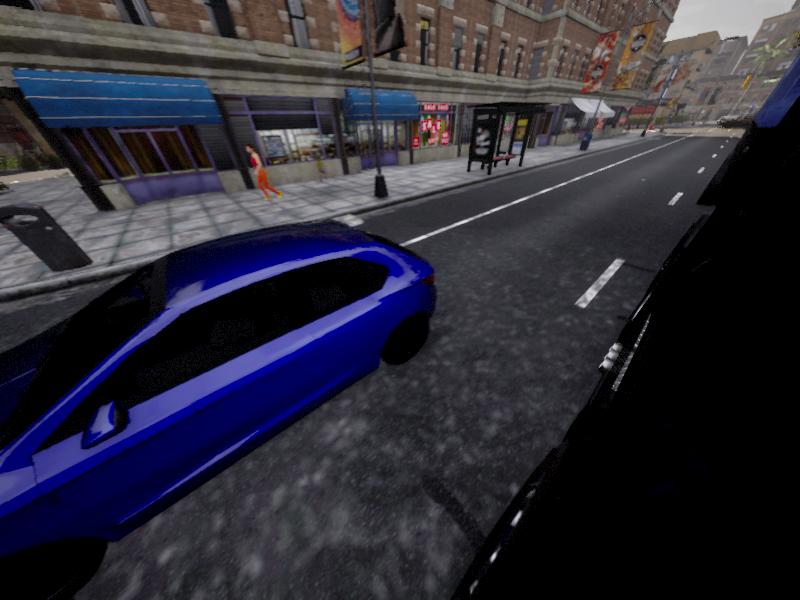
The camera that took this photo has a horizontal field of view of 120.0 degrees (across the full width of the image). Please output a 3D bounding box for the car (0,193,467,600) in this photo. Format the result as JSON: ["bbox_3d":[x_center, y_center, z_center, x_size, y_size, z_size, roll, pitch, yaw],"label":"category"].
[{"bbox_3d":[-1.552,0.317,2.098,4.193,1.474,1.816,-28,43,-30],"label":"car"}]

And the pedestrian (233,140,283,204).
[{"bbox_3d":[-4.938,-4.490,8.144,0.751,1.860,0.751,-30,44,-31],"label":"pedestrian"}]

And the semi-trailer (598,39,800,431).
[{"bbox_3d":[8.699,-3.593,4.245,14.254,4.402,2.717,-28,44,-30],"label":"semi-trailer"}]

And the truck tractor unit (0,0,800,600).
[{"bbox_3d":[2.645,-0.295,0.351,6.516,4.208,3.053,-28,44,-30],"label":"truck tractor unit"}]

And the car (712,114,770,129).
[{"bbox_3d":[54.906,-28.800,37.363,1.932,1.855,4.605,-11,38,-11],"label":"car"}]

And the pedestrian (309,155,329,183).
[{"bbox_3d":[-3.934,-6.367,11.239,0.500,1.100,0.500,-27,43,-29],"label":"pedestrian"}]
